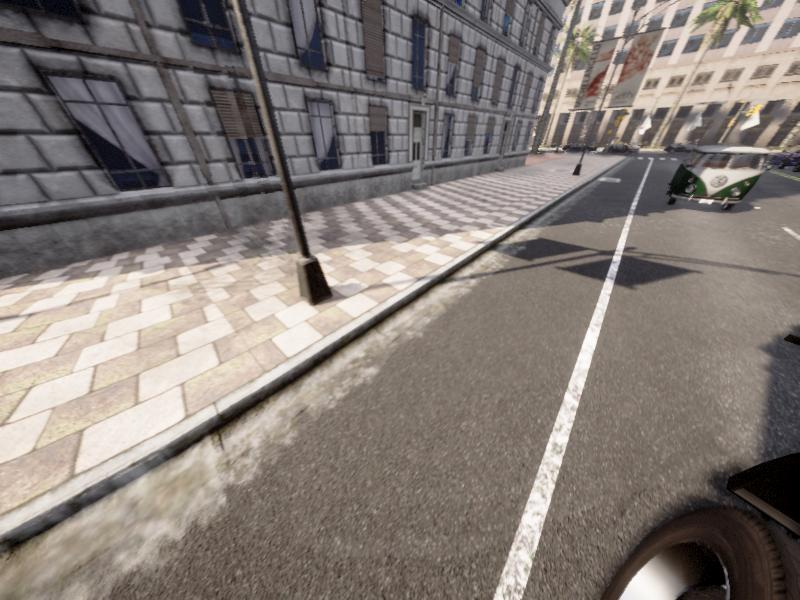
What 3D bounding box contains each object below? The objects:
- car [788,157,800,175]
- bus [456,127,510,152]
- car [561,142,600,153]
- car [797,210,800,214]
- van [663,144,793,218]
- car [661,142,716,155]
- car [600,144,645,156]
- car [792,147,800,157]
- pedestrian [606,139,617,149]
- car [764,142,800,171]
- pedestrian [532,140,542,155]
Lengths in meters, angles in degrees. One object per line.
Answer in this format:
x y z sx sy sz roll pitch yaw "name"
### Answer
28.397 -9.099 14.964 1.932 1.855 4.605 27 43 34 "car"
18.185 -35.485 51.125 10.273 4.253 3.944 13 37 19 "bus"
33.275 -28.256 42.721 5.238 1.638 1.930 28 44 34 "car"
13.115 -2.305 5.777 1.837 1.490 4.892 27 43 34 "car"
12.136 -4.849 9.032 1.775 1.987 4.442 27 43 34 "van"
43.460 -22.951 35.012 4.902 1.511 2.128 28 44 34 "car"
34.483 -23.485 35.989 1.812 1.442 4.674 -14 37 -18 "car"
52.269 -18.341 28.261 3.806 1.475 1.970 28 44 34 "car"
44.135 -32.582 48.263 0.751 1.860 0.751 7 36 11 "pedestrian"
32.482 -11.642 18.633 2.097 1.767 4.553 28 44 34 "car"
21.335 -23.838 36.061 0.751 1.860 0.751 20 40 28 "pedestrian"
